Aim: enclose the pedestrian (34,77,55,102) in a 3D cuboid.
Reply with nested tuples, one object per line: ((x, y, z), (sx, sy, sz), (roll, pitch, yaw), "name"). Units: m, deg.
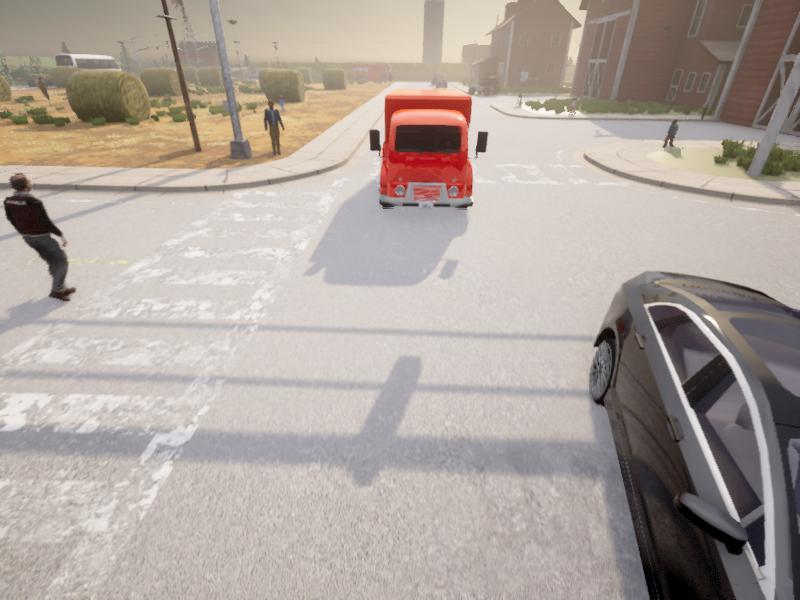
((-30.617, -18.159, 34.441), (0.751, 1.860, 0.751), (-21, 36, -32), "pedestrian")

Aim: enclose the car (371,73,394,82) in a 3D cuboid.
((-4.012, -51.351, 92.309), (5.238, 1.638, 1.930), (2, 30, 2), "car")

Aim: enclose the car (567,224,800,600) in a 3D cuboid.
((2.594, 1.202, 2.563), (2.128, 1.511, 4.902), (12, 32, 11), "car")

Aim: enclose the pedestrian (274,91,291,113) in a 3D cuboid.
((-8.229, -13.890, 28.041), (0.751, 1.300, 0.751), (9, 31, 13), "pedestrian")

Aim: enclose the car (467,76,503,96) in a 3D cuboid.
((9.977, -25.277, 47.267), (1.905, 1.878, 3.866), (-28, 39, -31), "car")

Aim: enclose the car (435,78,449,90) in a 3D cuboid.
((6.458, -33.546, 62.015), (1.789, 1.549, 3.705), (2, 30, 2), "car")

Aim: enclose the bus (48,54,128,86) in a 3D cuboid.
((-50.811, -37.872, 65.845), (3.944, 4.253, 10.273), (3, 30, 5), "bus")

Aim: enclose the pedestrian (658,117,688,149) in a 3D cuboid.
((10.877, -6.650, 15.964), (0.500, 1.100, 0.500), (-12, 33, -21), "pedestrian")

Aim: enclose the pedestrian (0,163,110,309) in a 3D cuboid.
((-5.021, -0.877, 5.610), (0.751, 1.860, 0.751), (2, 30, 3), "pedestrian")

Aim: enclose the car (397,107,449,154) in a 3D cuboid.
((0.984, -7.569, 17.641), (1.994, 1.385, 4.181), (2, 30, 2), "car")

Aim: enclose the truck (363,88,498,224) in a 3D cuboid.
((0.681, -4.114, 10.639), (2.627, 2.467, 5.204), (1, 30, 2), "truck")

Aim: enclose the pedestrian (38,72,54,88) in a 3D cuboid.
((-46.967, -29.217, 53.115), (0.751, 1.860, 0.751), (2, 30, 2), "pedestrian")

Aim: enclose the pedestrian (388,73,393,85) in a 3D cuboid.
((-1.684, -38.338, 69.444), (0.751, 1.860, 0.751), (-1, 30, -3), "pedestrian")

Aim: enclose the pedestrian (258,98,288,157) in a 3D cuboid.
((-4.547, -6.176, 14.342), (0.751, 1.860, 0.751), (-8, 31, -15), "pedestrian")

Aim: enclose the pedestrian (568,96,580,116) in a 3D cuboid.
((11.619, -12.991, 26.783), (0.500, 1.100, 0.500), (9, 31, 14), "pedestrian")

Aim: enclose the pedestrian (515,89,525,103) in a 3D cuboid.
((10.905, -18.587, 36.479), (0.500, 1.100, 0.500), (-14, 33, -24), "pedestrian")

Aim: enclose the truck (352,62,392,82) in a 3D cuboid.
((-6.124, -50.596, 88.816), (8.468, 3.827, 2.891), (2, 30, 2), "truck")
